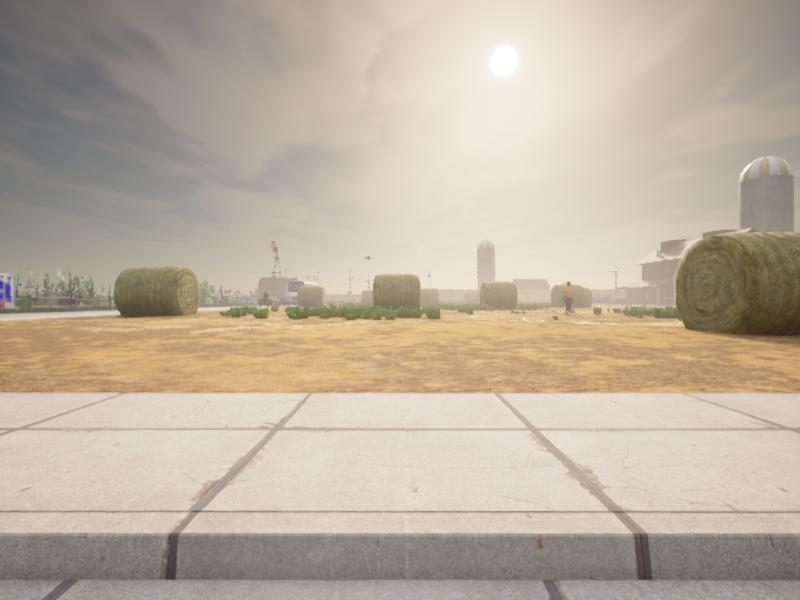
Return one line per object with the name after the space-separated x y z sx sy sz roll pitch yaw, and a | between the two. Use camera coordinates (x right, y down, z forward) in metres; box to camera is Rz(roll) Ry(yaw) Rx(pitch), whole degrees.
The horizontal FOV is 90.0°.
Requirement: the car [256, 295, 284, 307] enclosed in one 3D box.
-18.168 0.123 56.124 1.930 1.638 5.238 0 0 3 | car

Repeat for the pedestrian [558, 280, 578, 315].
9.300 -0.138 22.130 0.751 1.860 0.751 0 0 -3 | pedestrian

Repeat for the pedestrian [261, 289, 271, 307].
-13.941 -0.160 41.525 0.751 1.860 0.751 0 0 7 | pedestrian

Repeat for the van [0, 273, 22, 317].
-23.397 -0.275 20.202 2.351 2.431 6.366 0 0 3 | van

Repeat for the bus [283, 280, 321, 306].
-17.491 -1.186 72.674 3.944 4.253 10.273 0 0 3 | bus

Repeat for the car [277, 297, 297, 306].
-17.830 0.206 63.155 1.816 1.474 4.193 0 0 3 | car
